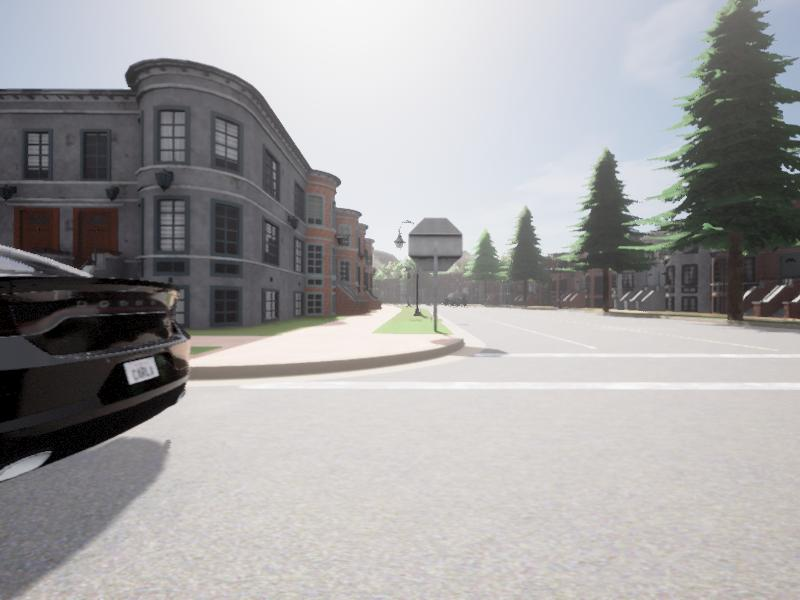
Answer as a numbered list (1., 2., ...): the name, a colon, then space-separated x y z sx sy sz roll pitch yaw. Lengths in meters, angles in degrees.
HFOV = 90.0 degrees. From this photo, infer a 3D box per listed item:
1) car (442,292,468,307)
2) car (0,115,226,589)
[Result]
1. car: 7.943 -0.033 57.868 2.150 2.045 5.566 0 0 -9
2. car: -4.001 0.162 2.197 5.238 1.638 1.930 0 0 0
